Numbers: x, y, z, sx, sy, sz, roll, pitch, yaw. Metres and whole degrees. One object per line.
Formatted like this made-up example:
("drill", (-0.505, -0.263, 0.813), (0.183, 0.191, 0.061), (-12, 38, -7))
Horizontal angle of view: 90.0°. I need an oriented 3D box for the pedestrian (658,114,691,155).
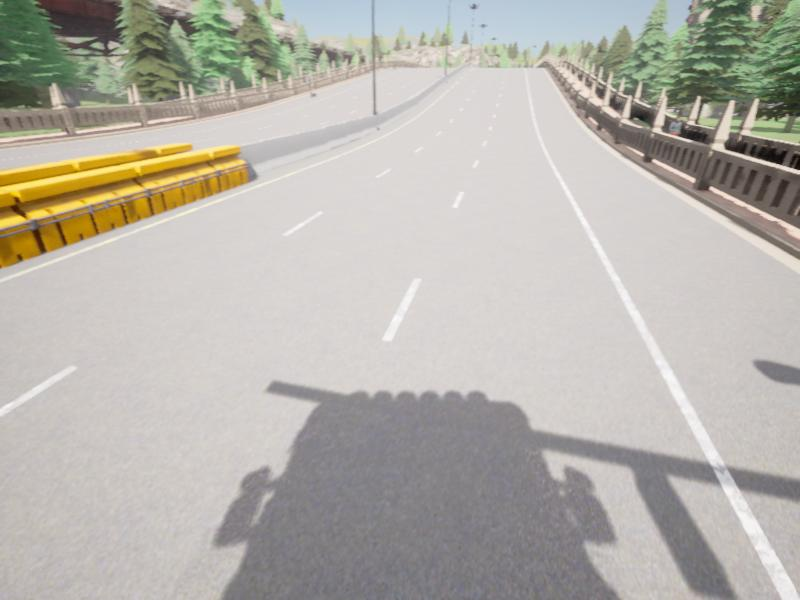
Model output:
("pedestrian", (14.057, -8.480, 20.543), (0.751, 1.860, 0.751), (7, 28, 12))
